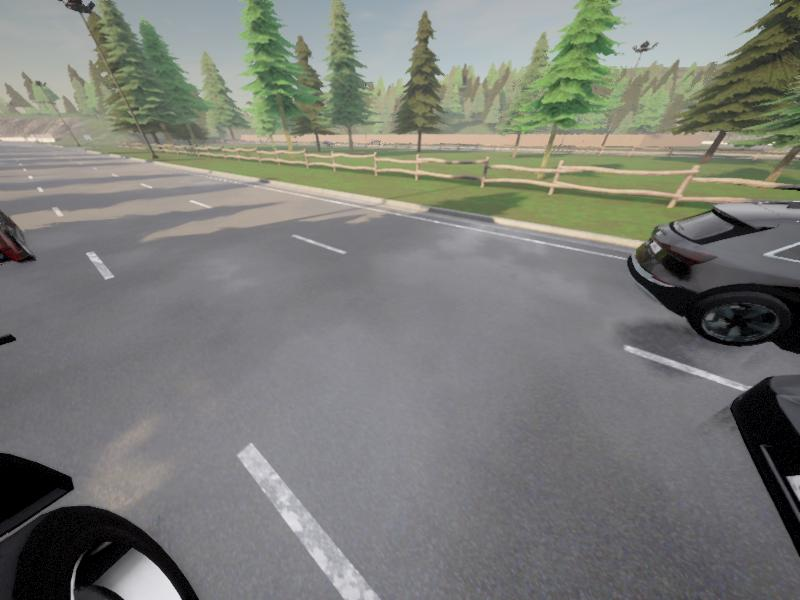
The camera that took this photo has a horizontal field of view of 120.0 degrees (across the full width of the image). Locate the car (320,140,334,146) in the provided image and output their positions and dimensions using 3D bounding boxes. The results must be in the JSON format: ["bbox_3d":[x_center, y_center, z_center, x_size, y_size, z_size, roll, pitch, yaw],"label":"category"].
[{"bbox_3d":[-23.159,-49.828,73.381,4.181,1.385,1.994,22,41,28],"label":"car"}]

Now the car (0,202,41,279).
[{"bbox_3d":[-9.725,-1.421,4.690,4.181,1.385,1.994,22,41,28],"label":"car"}]

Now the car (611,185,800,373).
[{"bbox_3d":[5.920,-0.061,2.641,4.856,1.649,2.033,22,40,28],"label":"car"}]

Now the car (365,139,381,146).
[{"bbox_3d":[-8.381,-48.945,71.801,4.605,1.855,1.932,22,41,28],"label":"car"}]
